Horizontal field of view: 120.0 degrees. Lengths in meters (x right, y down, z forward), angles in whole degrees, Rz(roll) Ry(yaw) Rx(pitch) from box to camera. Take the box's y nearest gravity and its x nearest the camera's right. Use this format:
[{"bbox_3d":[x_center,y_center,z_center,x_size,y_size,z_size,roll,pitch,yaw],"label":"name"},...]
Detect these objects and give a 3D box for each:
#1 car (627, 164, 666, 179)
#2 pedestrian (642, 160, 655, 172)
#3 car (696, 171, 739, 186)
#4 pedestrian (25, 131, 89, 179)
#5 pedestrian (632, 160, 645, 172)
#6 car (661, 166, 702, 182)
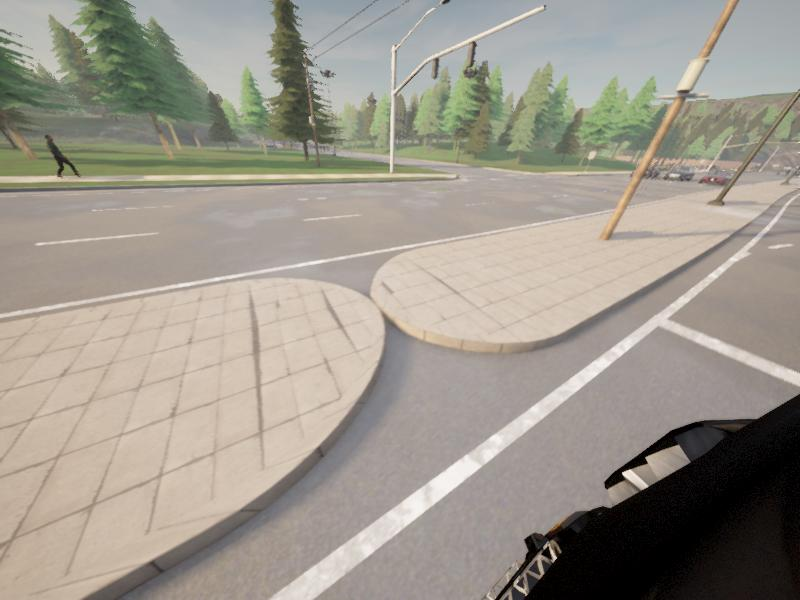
[{"bbox_3d":[35.109,-18.327,32.875,4.974,1.542,2.038,-16,38,-26],"label":"car"},{"bbox_3d":[46.712,-25.118,43.359,0.751,1.860,0.751,-15,37,-25],"label":"pedestrian"},{"bbox_3d":[38.065,-14.622,27.672,4.181,1.385,1.994,-16,38,-26],"label":"car"},{"bbox_3d":[-16.157,-6.821,10.963,0.751,1.860,0.751,-15,37,-24],"label":"pedestrian"},{"bbox_3d":[43.139,-24.228,41.744,0.751,1.860,0.751,-15,38,-25],"label":"pedestrian"},{"bbox_3d":[37.318,-16.778,30.627,4.856,1.649,2.033,-16,38,-26],"label":"car"}]
